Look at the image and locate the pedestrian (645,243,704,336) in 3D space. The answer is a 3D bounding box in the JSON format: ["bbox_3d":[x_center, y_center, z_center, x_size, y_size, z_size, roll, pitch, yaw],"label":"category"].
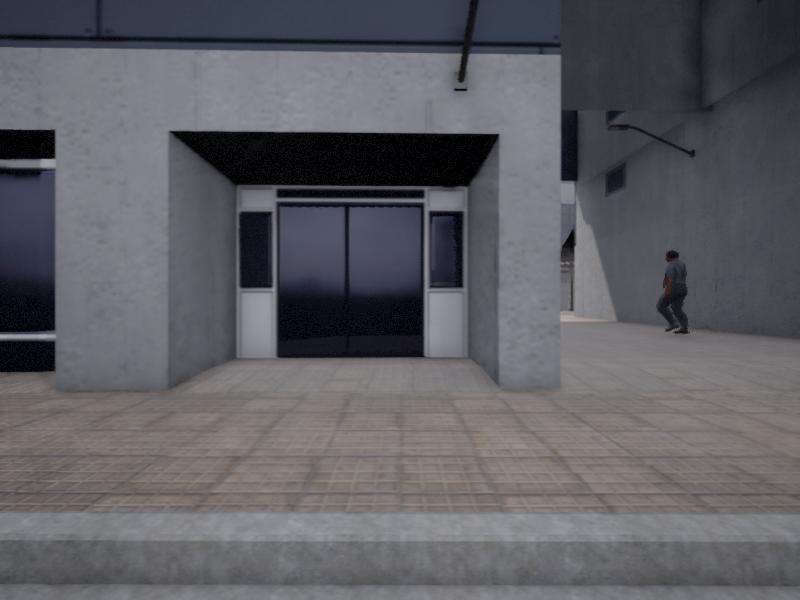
[{"bbox_3d":[5.802,-0.201,8.477,0.751,1.860,0.751,0,0,-22],"label":"pedestrian"}]
